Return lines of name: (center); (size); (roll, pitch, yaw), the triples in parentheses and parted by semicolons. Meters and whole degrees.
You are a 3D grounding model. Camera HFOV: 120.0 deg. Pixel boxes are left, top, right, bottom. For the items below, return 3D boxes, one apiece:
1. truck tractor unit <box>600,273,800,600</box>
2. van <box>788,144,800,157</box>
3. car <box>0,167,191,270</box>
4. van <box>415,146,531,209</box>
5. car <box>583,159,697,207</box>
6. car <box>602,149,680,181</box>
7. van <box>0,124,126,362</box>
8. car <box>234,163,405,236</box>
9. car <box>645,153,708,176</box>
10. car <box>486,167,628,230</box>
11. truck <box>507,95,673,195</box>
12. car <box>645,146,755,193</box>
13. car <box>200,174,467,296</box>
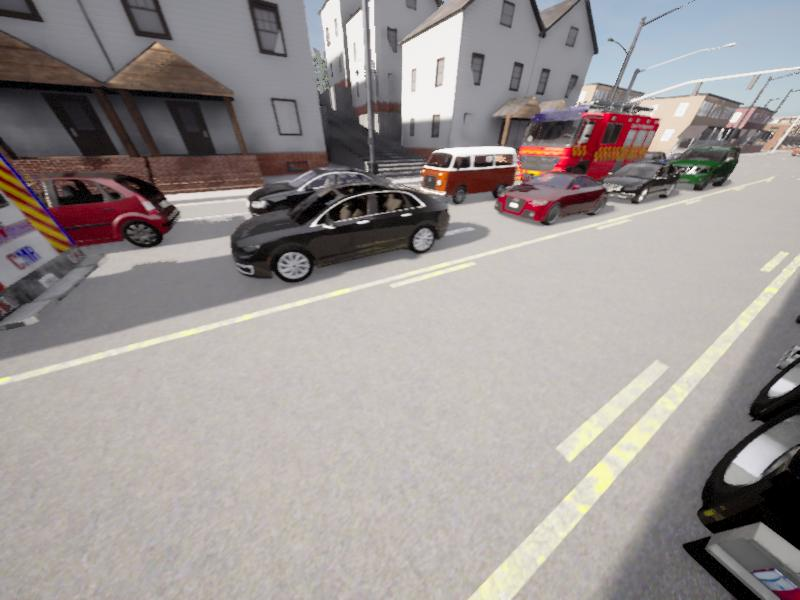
truck tractor unit: (5.130, -0.280, 0.761); (6.516, 4.208, 3.053); (-17, 39, -23)
van: (76.951, -28.571, 44.066); (4.442, 1.987, 1.775); (-17, 39, -24)
car: (-7.912, -2.013, 5.401); (3.988, 1.617, 1.851); (-17, 39, -24)
van: (3.144, -5.626, 10.323); (4.480, 2.038, 2.069); (-17, 39, -24)
car: (11.332, -5.664, 10.941); (4.892, 1.490, 1.837); (-17, 39, -23)
car: (17.728, -10.064, 17.059); (4.553, 1.767, 2.097); (-17, 39, -24)
van: (-7.823, -0.091, 1.927); (6.366, 2.431, 2.351); (-17, 39, -24)
car: (-2.485, -3.655, 7.898); (4.902, 1.511, 2.128); (-17, 39, -24)
car: (24.126, -11.907, 20.125); (5.357, 1.411, 2.033); (-19, 39, -26)
car: (5.559, -3.803, 8.321); (4.181, 1.385, 1.994); (-16, 38, -22)
truck: (10.781, -8.736, 13.306); (8.468, 3.827, 2.891); (-17, 39, -24)
car: (17.780, -7.897, 13.730); (5.566, 2.045, 2.150); (-17, 39, -24)
car: (-1.081, -1.802, 5.270); (4.892, 1.490, 1.837); (-17, 39, -24)
